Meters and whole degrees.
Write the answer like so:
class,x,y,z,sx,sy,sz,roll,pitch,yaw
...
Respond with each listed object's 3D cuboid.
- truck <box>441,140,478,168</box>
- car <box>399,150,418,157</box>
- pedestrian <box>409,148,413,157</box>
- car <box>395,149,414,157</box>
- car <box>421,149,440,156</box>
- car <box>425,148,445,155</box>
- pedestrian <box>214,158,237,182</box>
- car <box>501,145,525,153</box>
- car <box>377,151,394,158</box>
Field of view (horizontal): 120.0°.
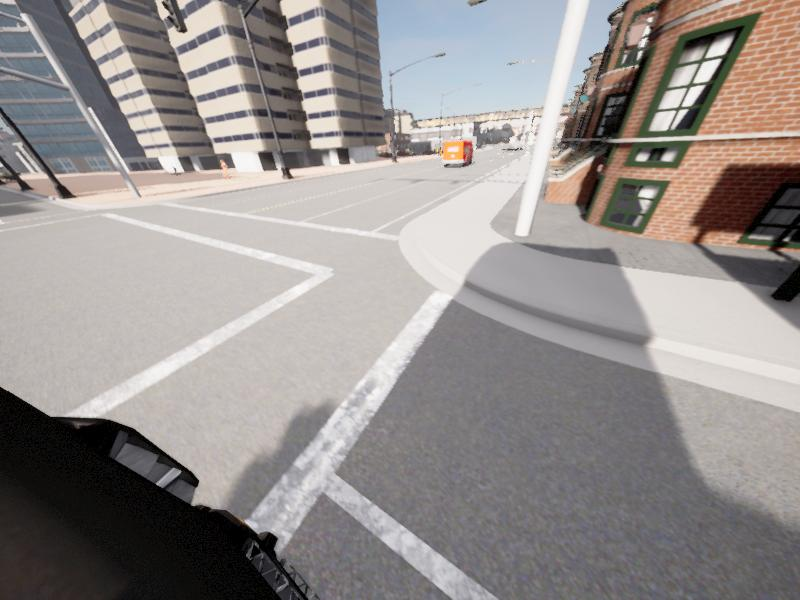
class,x,y,z,sx,sy,sz,roll,pitch,yaw
truck,6.987,-17.052,26.908,2.627,2.467,5.204,15,38,25
car,2.608,-43.604,68.739,5.357,1.411,2.033,14,37,25
pedestrian,2.681,-36.112,56.484,0.751,1.860,0.751,8,35,16
car,1.258,-41.866,65.995,4.856,1.649,2.033,14,37,25
car,8.277,-40.073,62.683,4.674,1.442,1.812,14,37,25
car,9.864,-41.890,65.221,5.008,1.535,1.882,14,37,25
pedestrian,-16.228,-12.066,21.510,0.751,1.860,0.751,11,36,20
car,26.483,-35.359,54.064,4.718,1.301,1.895,15,38,25
car,-4.627,-45.362,72.218,4.792,1.488,2.163,13,37,25
